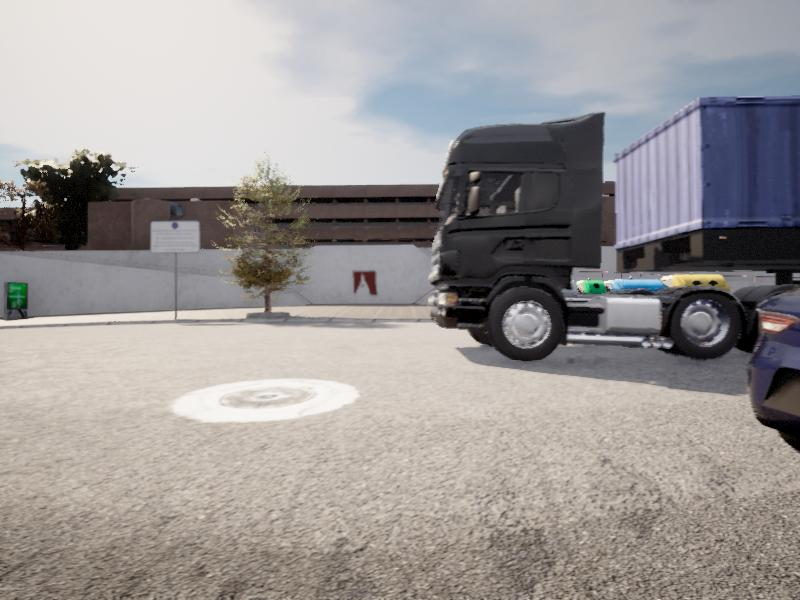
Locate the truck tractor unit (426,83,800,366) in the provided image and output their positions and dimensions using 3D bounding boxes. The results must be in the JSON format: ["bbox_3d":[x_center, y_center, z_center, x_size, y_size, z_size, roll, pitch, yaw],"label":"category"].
[{"bbox_3d":[3.862,-1.136,7.549,6.516,4.208,3.053,0,0,0],"label":"truck tractor unit"}]

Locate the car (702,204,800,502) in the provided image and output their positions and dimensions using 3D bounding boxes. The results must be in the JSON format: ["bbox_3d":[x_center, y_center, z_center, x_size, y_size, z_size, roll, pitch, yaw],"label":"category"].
[{"bbox_3d":[4.069,0.240,1.693,4.193,1.474,1.816,-1,0,0],"label":"car"}]

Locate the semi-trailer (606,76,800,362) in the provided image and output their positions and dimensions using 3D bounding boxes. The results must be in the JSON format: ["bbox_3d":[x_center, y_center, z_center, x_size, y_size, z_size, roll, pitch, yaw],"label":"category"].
[{"bbox_3d":[11.769,-1.365,7.533,14.254,4.402,2.717,-1,0,0],"label":"semi-trailer"}]
